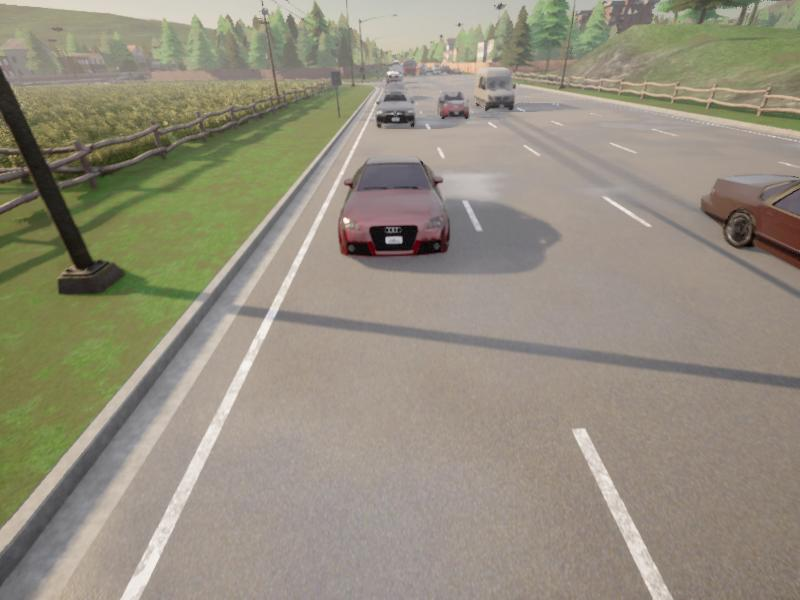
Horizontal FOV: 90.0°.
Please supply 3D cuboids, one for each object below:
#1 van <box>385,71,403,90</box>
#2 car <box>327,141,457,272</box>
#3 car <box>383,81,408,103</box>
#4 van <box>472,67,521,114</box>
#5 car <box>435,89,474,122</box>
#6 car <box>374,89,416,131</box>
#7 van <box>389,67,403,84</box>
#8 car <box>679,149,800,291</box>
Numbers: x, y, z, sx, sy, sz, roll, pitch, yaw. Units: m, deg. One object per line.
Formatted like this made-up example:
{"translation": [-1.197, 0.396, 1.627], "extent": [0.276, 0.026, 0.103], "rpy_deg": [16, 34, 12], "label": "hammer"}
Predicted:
{"translation": [-0.811, -29.353, 53.500], "extent": [2.069, 2.038, 4.480], "rpy_deg": [-3, 31, -3], "label": "van"}
{"translation": [-0.120, -2.167, 8.261], "extent": [1.994, 1.385, 4.181], "rpy_deg": [-1, 31, 0], "label": "car"}
{"translation": [-0.388, -19.680, 37.714], "extent": [2.163, 1.488, 4.792], "rpy_deg": [-1, 31, 0], "label": "car"}
{"translation": [6.683, -15.021, 28.470], "extent": [1.988, 2.561, 5.915], "rpy_deg": [-1, 31, 1], "label": "van"}
{"translation": [3.229, -11.976, 24.491], "extent": [1.845, 1.501, 3.633], "rpy_deg": [-1, 31, 0], "label": "car"}
{"translation": [-0.255, -10.878, 22.717], "extent": [2.152, 1.651, 5.027], "rpy_deg": [-1, 31, 0], "label": "car"}
{"translation": [-0.689, -38.657, 68.816], "extent": [2.351, 2.431, 6.366], "rpy_deg": [-1, 31, 0], "label": "van"}
{"translation": [6.898, -0.907, 5.768], "extent": [2.033, 1.411, 5.357], "rpy_deg": [-1, 31, 0], "label": "car"}
